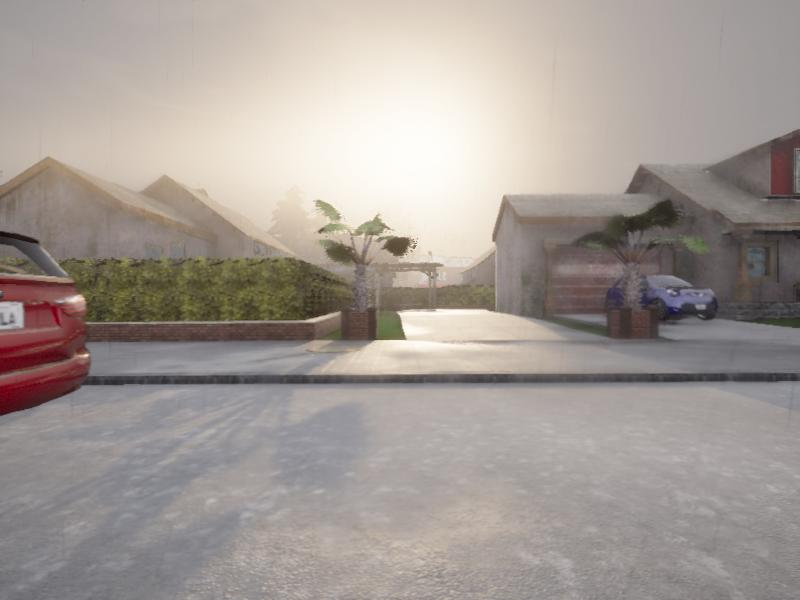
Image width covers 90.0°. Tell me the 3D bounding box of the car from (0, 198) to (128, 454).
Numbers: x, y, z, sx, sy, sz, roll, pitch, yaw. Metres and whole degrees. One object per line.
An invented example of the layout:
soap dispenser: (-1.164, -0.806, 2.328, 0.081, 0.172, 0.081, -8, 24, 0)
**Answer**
car: (-4.917, 0.182, 2.709, 4.611, 1.667, 2.242, 0, 0, 0)

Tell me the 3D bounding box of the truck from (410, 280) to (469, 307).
truck: (5.857, -0.942, 60.259, 8.468, 3.827, 2.891, 0, 0, 0)

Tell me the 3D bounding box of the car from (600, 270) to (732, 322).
car: (8.532, -0.116, 13.265, 1.845, 1.501, 3.633, 0, 0, -3)
